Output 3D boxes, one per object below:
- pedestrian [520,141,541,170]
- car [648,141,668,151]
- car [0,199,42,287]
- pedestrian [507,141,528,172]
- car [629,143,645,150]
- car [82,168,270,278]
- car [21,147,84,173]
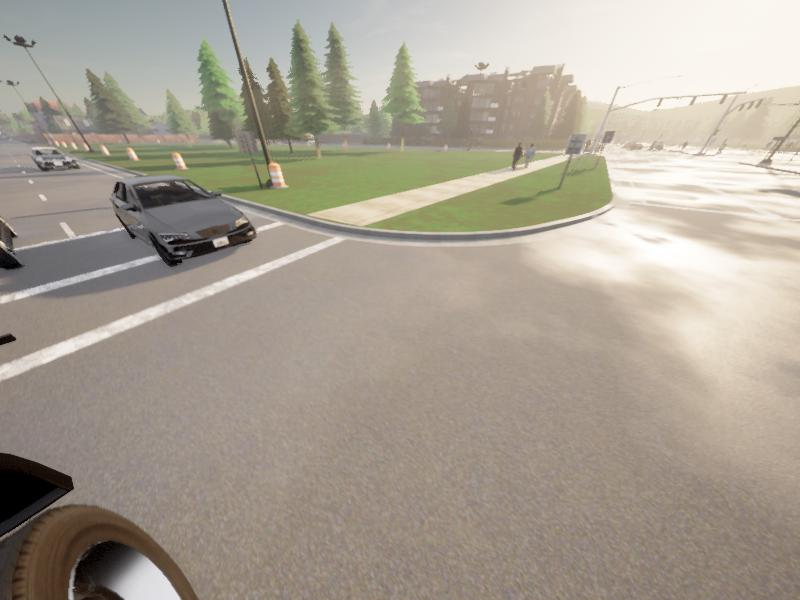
[{"bbox_3d":[10.261,-11.389,18.226,0.751,1.860,0.751,26,42,31],"label":"pedestrian"},{"bbox_3d":[59.622,-35.731,53.451,1.905,1.878,3.866,22,41,28],"label":"car"},{"bbox_3d":[-9.588,-1.402,4.509,4.902,1.511,2.128,22,41,28],"label":"car"},{"bbox_3d":[8.627,-10.559,17.037,0.751,1.860,0.751,25,42,31],"label":"pedestrian"},{"bbox_3d":[57.078,-36.935,55.627,1.895,1.301,4.718,22,41,28],"label":"car"},{"bbox_3d":[-5.451,-2.152,5.639,4.193,1.474,1.816,22,41,28],"label":"car"},{"bbox_3d":[-26.668,-10.804,17.741,3.806,1.475,1.970,22,41,28],"label":"car"}]
